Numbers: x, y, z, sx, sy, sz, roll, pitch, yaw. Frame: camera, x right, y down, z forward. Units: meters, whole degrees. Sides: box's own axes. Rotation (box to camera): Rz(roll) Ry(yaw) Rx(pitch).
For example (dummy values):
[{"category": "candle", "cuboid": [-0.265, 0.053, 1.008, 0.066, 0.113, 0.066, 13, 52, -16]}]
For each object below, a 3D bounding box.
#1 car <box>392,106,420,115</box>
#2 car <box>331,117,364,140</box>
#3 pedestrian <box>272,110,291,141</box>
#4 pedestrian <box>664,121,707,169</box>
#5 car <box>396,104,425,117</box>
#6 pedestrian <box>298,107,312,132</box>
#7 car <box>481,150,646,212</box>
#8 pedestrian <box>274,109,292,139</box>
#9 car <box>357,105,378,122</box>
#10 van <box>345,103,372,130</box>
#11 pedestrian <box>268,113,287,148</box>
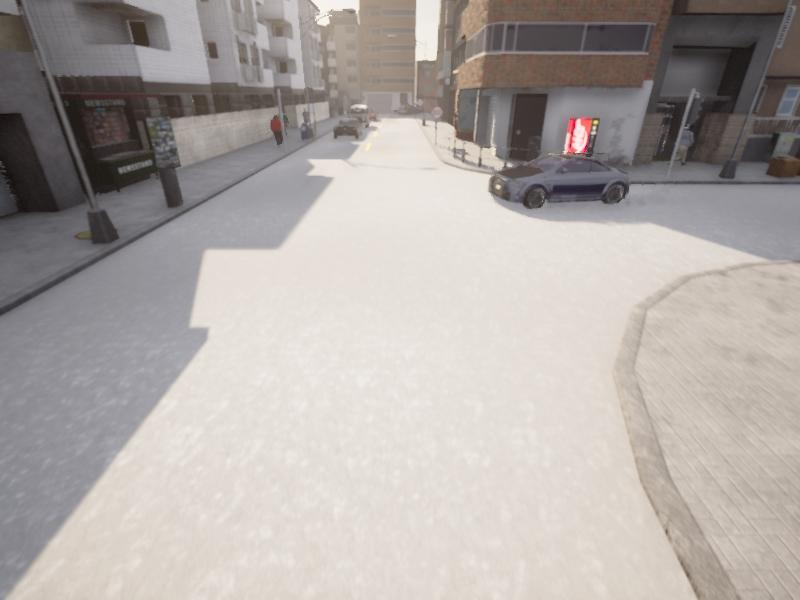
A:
[{"category": "car", "cuboid": [1.076, -32.828, 69.273, 4.718, 1.301, 1.895, -18, 32, -31]}, {"category": "car", "cuboid": [-3.989, -13.342, 30.997, 1.895, 1.301, 4.718, 0, 27, 0]}, {"category": "pedestrian", "cuboid": [-7.961, -11.710, 26.905, 0.751, 1.860, 0.751, 3, 27, 5]}, {"category": "pedestrian", "cuboid": [12.471, -6.795, 17.531, 0.751, 1.860, 0.751, -2, 27, -5]}, {"category": "car", "cuboid": [1.742, -30.844, 65.062, 2.033, 1.649, 4.856, 22, 35, 36]}, {"category": "pedestrian", "cuboid": [-7.969, -15.229, 33.726, 0.751, 1.860, 0.751, 4, 28, 8]}, {"category": "car", "cuboid": [4.943, -3.798, 12.497, 4.181, 1.385, 1.994, -5, 28, -10]}, {"category": "pedestrian", "cuboid": [-8.329, -12.572, 28.574, 0.751, 1.860, 0.751, 5, 28, 9]}, {"category": "car", "cuboid": [-3.956, -22.982, 49.276, 2.242, 1.667, 4.611, 0, 27, 0]}, {"category": "van", "cuboid": [-3.982, -17.921, 39.035, 2.069, 2.038, 4.480, 0, 29, 0]}, {"category": "pedestrian", "cuboid": [-7.189, -9.979, 23.558, 0.751, 1.860, 0.751, -2, 27, -5]}]
